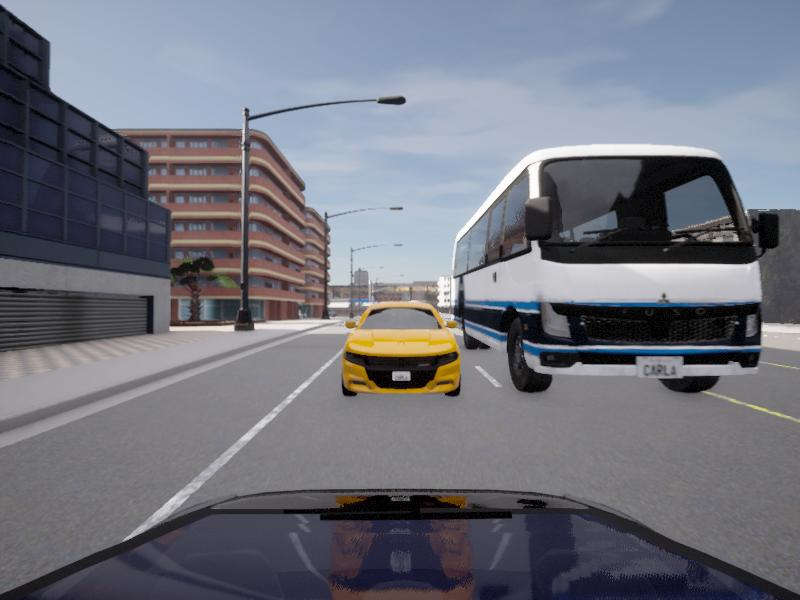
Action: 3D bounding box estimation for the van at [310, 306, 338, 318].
[{"bbox_3d":[-17.235,2.731,91.110,5.915,2.561,1.988,0,-1,-1],"label":"van"}]

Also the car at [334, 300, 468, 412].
[{"bbox_3d":[0.025,0.784,8.115,1.882,1.535,5.008,0,0,0],"label":"car"}]

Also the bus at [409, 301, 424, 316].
[{"bbox_3d":[4.593,2.447,115.030,3.944,4.253,10.273,0,-1,0],"label":"bus"}]

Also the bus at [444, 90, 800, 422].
[{"bbox_3d":[3.651,-0.580,10.254,3.944,4.253,10.273,0,0,0],"label":"bus"}]
